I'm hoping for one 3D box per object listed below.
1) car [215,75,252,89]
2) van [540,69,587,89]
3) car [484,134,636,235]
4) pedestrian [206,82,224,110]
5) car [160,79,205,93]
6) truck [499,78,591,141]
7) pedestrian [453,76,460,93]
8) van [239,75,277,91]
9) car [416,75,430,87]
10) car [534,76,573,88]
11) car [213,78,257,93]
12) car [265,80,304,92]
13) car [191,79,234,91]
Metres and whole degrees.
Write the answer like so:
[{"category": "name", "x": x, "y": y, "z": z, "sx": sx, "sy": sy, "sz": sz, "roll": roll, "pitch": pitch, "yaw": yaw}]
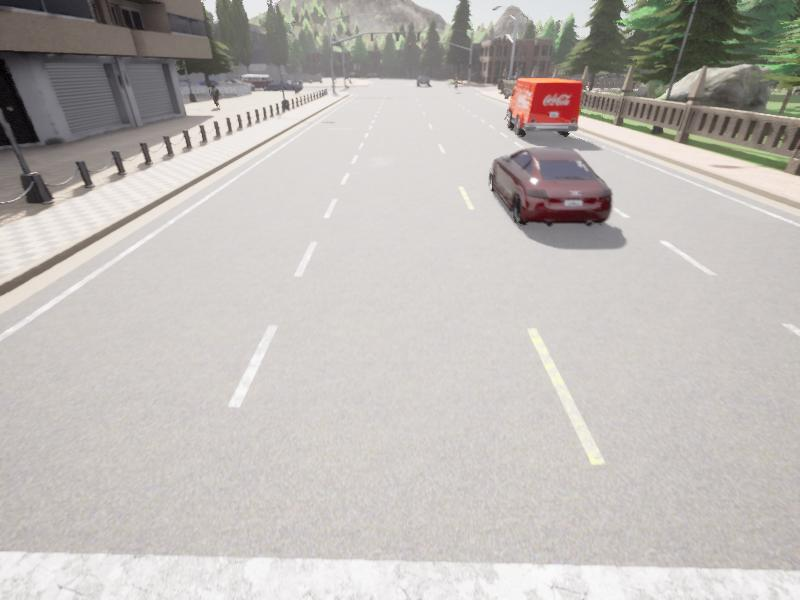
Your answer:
[{"category": "car", "x": -26.017, "y": -34.120, "z": 62.695, "sx": 4.605, "sy": 1.855, "sz": 1.932, "roll": 2, "pitch": 30, "yaw": 3}, {"category": "van", "x": 24.744, "y": -33.541, "z": 60.661, "sx": 5.915, "sy": 2.561, "sz": 1.988, "roll": 0, "pitch": 30, "yaw": 0}, {"category": "car", "x": 3.520, "y": -3.009, "z": 9.820, "sx": 1.994, "sy": 1.385, "sz": 4.181, "roll": 0, "pitch": 30, "yaw": 0}, {"category": "pedestrian", "x": -14.116, "y": -15.585, "z": 30.599, "sx": 0.751, "sy": 1.860, "sz": 0.751, "roll": -4, "pitch": 31, "yaw": -7}, {"category": "car", "x": -29.809, "y": -29.435, "z": 54.969, "sx": 4.856, "sy": 1.649, "sz": 2.033, "roll": 0, "pitch": 30, "yaw": 0}, {"category": "truck", "x": 7.030, "y": -9.820, "z": 20.337, "sx": 2.627, "sy": 2.467, "sz": 5.204, "roll": 0, "pitch": 30, "yaw": 0}, {"category": "pedestrian", "x": 7.145, "y": -27.336, "z": 50.818, "sx": 0.751, "sy": 1.860, "sz": 0.751, "roll": 0, "pitch": 30, "yaw": 1}, {"category": "van", "x": -20.518, "y": -31.409, "z": 57.861, "sx": 4.480, "sy": 2.038, "sz": 2.069, "roll": 0, "pitch": 30, "yaw": 0}, {"category": "car", "x": 4.024, "y": -38.364, "z": 69.965, "sx": 2.152, "sy": 1.651, "sz": 5.027, "roll": 0, "pitch": 30, "yaw": 0}, {"category": "car", "x": 24.487, "y": -34.894, "z": 63.919, "sx": 5.366, "sy": 1.575, "sz": 1.801, "roll": 0, "pitch": 30, "yaw": 0}, {"category": "car", "x": -22.583, "y": -29.457, "z": 54.956, "sx": 5.027, "sy": 1.651, "sz": 2.152, "roll": 0, "pitch": 30, "yaw": 0}, {"category": "car", "x": -15.784, "y": -29.374, "z": 54.938, "sx": 4.674, "sy": 1.442, "sz": 1.812, "roll": 1, "pitch": 30, "yaw": 1}, {"category": "car", "x": -27.114, "y": -31.173, "z": 58.007, "sx": 5.008, "sy": 1.535, "sz": 1.882, "roll": 0, "pitch": 30, "yaw": 0}]
